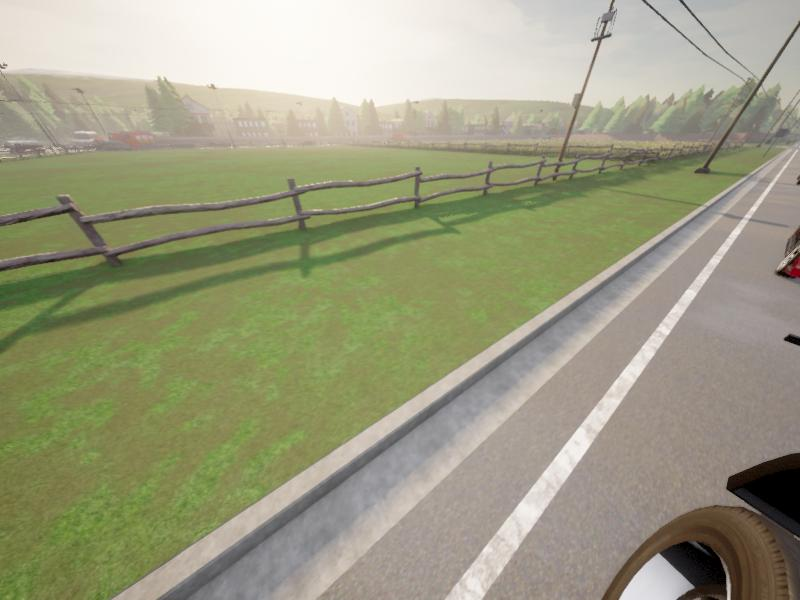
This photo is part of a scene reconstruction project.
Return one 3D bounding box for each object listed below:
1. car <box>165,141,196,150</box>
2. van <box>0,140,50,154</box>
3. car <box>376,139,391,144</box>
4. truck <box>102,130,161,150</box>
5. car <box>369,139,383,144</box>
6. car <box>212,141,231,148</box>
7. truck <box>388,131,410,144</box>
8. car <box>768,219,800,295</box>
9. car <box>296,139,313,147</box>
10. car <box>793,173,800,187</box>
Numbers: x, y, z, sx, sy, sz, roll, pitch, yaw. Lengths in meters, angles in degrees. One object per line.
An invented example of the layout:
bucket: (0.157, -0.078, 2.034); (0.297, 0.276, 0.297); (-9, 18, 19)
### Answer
car: (-54.515, -38.578, 57.534); (5.238, 1.638, 1.930); (-22, 41, -27)
van: (-70.489, -28.694, 43.380); (2.069, 2.038, 4.480); (0, 35, 0)
car: (-5.948, -58.060, 84.675); (5.366, 1.575, 1.801); (-22, 41, -27)
truck: (-66.107, -39.727, 57.375); (8.468, 3.827, 2.891); (-22, 41, -27)
car: (-9.037, -59.269, 86.420); (5.008, 1.535, 1.882); (-22, 41, -27)
car: (-51.280, -44.742, 66.310); (3.988, 1.617, 1.851); (-22, 41, -27)
truck: (-0.295, -63.726, 90.647); (8.468, 3.827, 2.891); (-22, 41, -27)
car: (8.961, -1.034, 4.082); (4.181, 1.385, 1.994); (-22, 41, -27)
car: (-28.378, -46.725, 68.593); (3.866, 1.878, 1.905); (-22, 41, -27)
car: (23.309, -6.959, 12.099); (5.027, 1.651, 2.152); (-22, 41, -28)
